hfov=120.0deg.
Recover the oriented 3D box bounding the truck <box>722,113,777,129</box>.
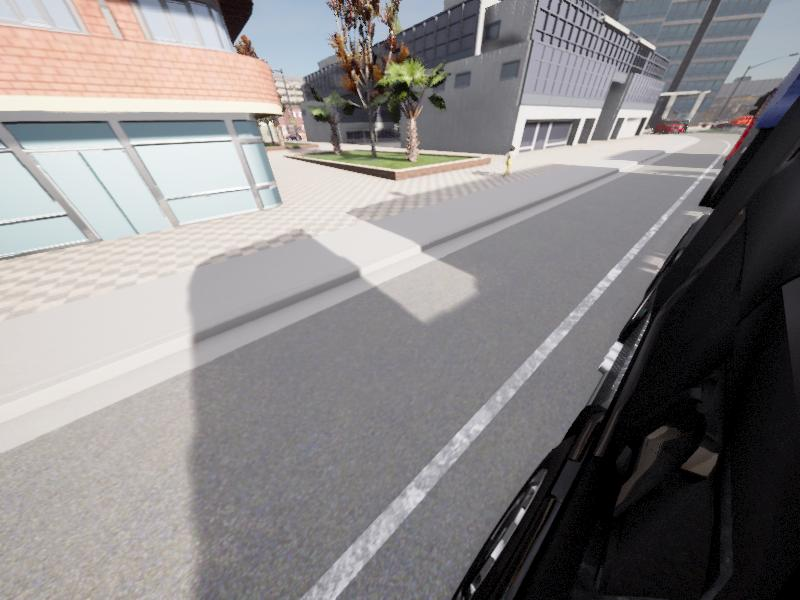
[{"bbox_3d":[71.989,-36.892,47.722,5.204,2.467,2.627,7,37,12],"label":"truck"}]

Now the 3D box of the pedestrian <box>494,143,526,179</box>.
[{"bbox_3d":[5.003,-6.384,10.605,0.751,1.300,0.751,-23,41,-25],"label":"pedestrian"}]

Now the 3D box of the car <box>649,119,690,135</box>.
[{"bbox_3d":[45.799,-29.474,39.434,2.150,2.045,5.566,11,38,18],"label":"car"}]

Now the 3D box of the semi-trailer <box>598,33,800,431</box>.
[{"bbox_3d":[8.731,-3.553,4.240,14.254,4.402,2.717,-27,43,-30],"label":"semi-trailer"}]

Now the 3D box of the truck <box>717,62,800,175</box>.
[{"bbox_3d":[20.197,-9.178,11.760,8.468,3.827,2.891,-27,43,-30],"label":"truck"}]

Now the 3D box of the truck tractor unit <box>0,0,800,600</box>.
[{"bbox_3d":[2.645,-0.295,0.351,6.516,4.208,3.053,-28,44,-30],"label":"truck tractor unit"}]
